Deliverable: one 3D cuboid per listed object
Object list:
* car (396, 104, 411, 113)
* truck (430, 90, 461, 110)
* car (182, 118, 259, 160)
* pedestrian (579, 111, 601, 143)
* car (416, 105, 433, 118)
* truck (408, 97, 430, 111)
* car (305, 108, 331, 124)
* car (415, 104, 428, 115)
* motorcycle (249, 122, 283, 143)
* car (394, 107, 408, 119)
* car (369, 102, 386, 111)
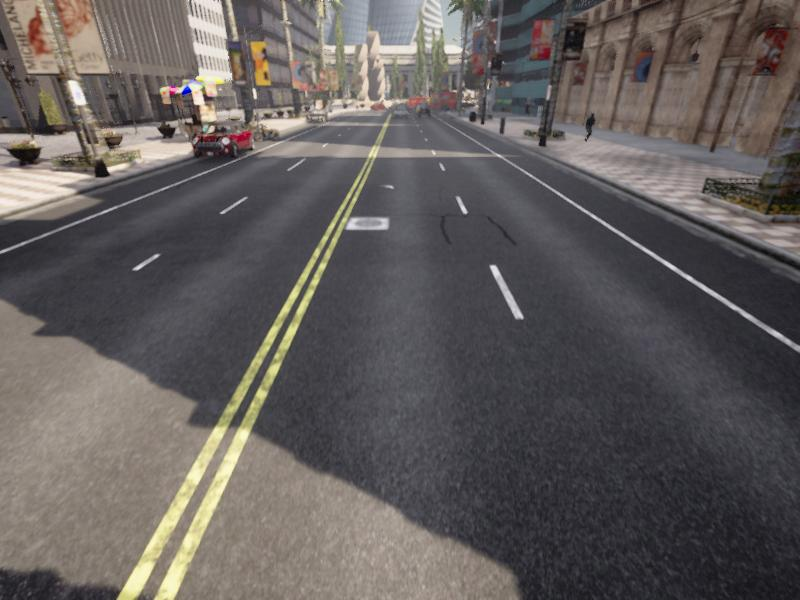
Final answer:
[{"bbox_3d":[0.694,-36.752,76.741,1.895,1.301,4.718,5,28,10],"label":"car"},{"bbox_3d":[10.119,-44.125,88.282,2.891,3.827,8.468,18,33,32],"label":"truck"},{"bbox_3d":[-9.879,-9.152,22.540,2.185,1.767,4.553,0,27,0],"label":"car"},{"bbox_3d":[12.446,-11.344,26.227,0.751,1.860,0.751,0,27,0],"label":"pedestrian"},{"bbox_3d":[3.651,-28.562,60.558,2.128,1.511,4.902,0,27,0],"label":"car"},{"bbox_3d":[4.161,-42.096,85.851,2.627,2.467,5.204,14,30,26],"label":"truck"},{"bbox_3d":[-9.915,-22.462,48.727,2.231,1.521,4.892,0,27,0],"label":"car"},{"bbox_3d":[3.636,-32.546,68.281,1.801,1.575,5.366,0,27,0],"label":"car"},{"bbox_3d":[-9.739,-12.261,29.212,0.764,1.277,2.356,15,31,26],"label":"motorcycle"},{"bbox_3d":[0.155,-27.253,58.263,1.895,1.301,4.718,0,27,0],"label":"car"},{"bbox_3d":[-4.654,-40.277,83.378,1.882,1.535,5.008,8,28,16],"label":"car"}]
